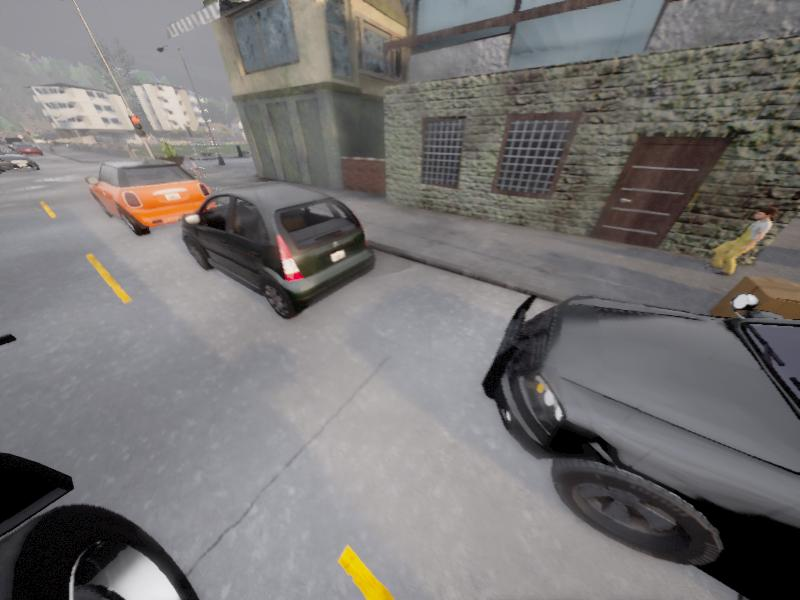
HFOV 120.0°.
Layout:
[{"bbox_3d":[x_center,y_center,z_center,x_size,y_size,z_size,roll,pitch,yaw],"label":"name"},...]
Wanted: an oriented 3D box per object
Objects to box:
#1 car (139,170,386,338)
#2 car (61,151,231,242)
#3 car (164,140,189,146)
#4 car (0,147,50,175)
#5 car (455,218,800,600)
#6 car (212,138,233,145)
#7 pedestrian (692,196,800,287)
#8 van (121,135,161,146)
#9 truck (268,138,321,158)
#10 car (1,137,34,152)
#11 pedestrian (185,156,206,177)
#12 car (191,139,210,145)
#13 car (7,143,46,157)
[{"bbox_3d":[-2.440,-1.231,4.244,3.988,1.617,1.851,22,40,27],"label":"car"},{"bbox_3d":[-7.867,-3.474,7.213,4.553,1.767,2.097,22,40,27],"label":"car"},{"bbox_3d":[-64.946,-45.743,67.130,1.895,1.301,4.718,22,40,27],"label":"car"},{"bbox_3d":[-29.185,-10.086,16.639,4.902,1.511,2.128,7,36,9],"label":"car"},{"bbox_3d":[3.123,1.025,1.161,4.974,1.542,2.038,22,40,27],"label":"car"},{"bbox_3d":[-57.911,-51.738,75.430,2.033,1.649,4.856,22,40,27],"label":"car"},{"bbox_3d":[6.332,-1.054,4.124,0.751,1.300,0.751,21,40,27],"label":"pedestrian"},{"bbox_3d":[-69.141,-42.712,61.799,2.351,2.431,6.366,22,40,27],"label":"van"},{"bbox_3d":[-14.474,-21.316,32.233,2.390,2.098,6.274,22,40,27],"label":"truck"},{"bbox_3d":[-61.139,-24.811,36.910,3.866,1.878,1.905,22,40,27],"label":"car"},{"bbox_3d":[-12.800,-8.375,14.509,0.500,1.100,0.500,-13,37,-18],"label":"pedestrian"},{"bbox_3d":[-61.523,-48.664,71.158,1.970,1.475,3.806,22,40,28],"label":"car"},{"bbox_3d":[-49.260,-19.861,30.451,4.181,1.385,1.994,21,40,26],"label":"car"}]
